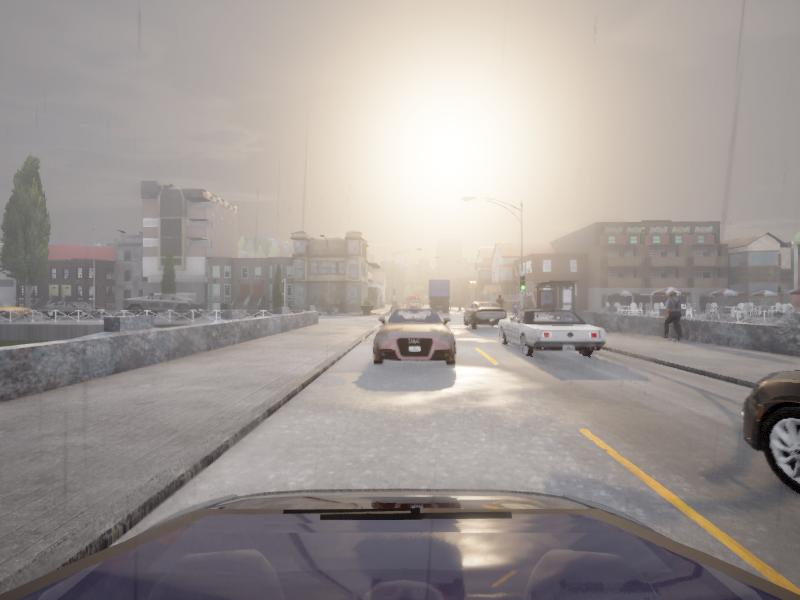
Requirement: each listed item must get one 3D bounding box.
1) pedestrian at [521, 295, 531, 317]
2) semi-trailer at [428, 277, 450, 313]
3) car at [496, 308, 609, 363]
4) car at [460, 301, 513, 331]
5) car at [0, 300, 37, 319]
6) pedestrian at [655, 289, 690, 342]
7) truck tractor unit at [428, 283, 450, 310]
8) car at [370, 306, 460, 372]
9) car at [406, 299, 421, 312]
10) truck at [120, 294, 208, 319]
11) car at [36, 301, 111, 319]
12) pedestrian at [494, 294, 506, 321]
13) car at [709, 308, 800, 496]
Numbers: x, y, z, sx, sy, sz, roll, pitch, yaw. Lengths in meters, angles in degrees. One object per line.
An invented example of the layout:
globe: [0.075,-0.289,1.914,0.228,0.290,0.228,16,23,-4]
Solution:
pedestrian: [10.653,0.533,33.873,0.751,1.860,0.751,0,0,8]
semi-trailer: [5.532,-0.618,56.614,2.717,4.402,14.254,0,0,6]
car: [4.457,0.944,12.583,1.895,1.301,4.718,0,0,2]
car: [4.758,0.835,22.764,2.128,1.511,4.902,0,0,2]
car: [-35.539,0.801,35.340,5.366,1.575,1.801,0,0,2]
pedestrian: [9.776,0.533,14.372,0.751,1.860,0.751,0,0,2]
truck tractor unit: [6.177,-0.521,64.497,3.053,4.208,6.516,0,0,2]
car: [0.398,0.907,10.999,1.994,1.385,4.181,0,0,2]
car: [1.929,0.694,56.940,2.097,1.767,4.553,0,0,2]
truck: [-20.415,0.542,34.832,6.274,2.098,2.390,0,0,2]
car: [-28.550,0.836,35.105,4.902,1.511,2.128,0,0,2]
pedestrian: [7.233,0.533,28.901,0.751,1.860,0.751,0,0,19]
car: [4.097,0.846,1.743,1.837,1.490,4.892,0,0,2]
